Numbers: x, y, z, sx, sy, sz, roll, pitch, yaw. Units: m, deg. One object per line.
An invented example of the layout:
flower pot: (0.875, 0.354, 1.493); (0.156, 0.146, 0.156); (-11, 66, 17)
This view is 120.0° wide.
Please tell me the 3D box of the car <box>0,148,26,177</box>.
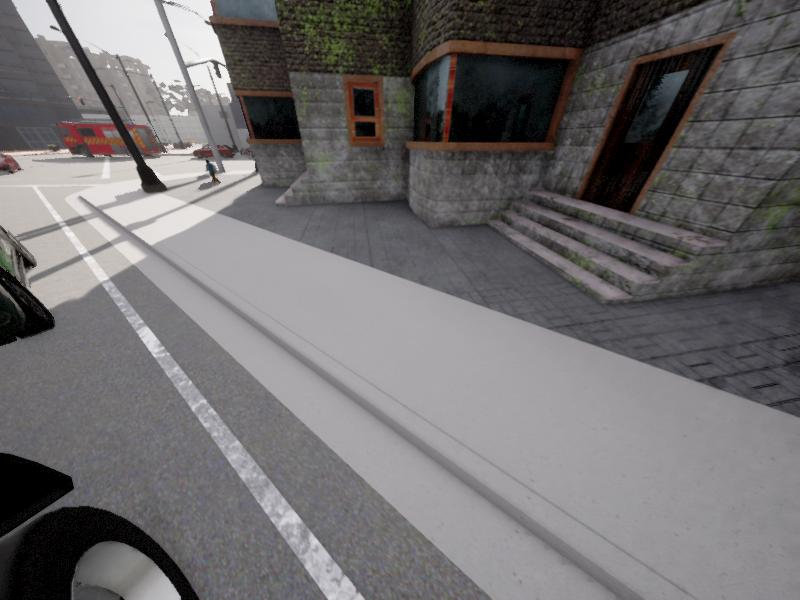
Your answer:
car: (-28.271, -9.467, 15.861); (4.674, 1.442, 1.812); (28, 44, 34)

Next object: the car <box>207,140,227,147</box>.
car: (-48.234, -41.312, 60.902); (1.816, 1.474, 4.193); (1, 35, 1)

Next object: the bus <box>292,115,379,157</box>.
bus: (-8.276, -22.220, 31.330); (10.273, 4.253, 3.944); (-6, 36, -8)

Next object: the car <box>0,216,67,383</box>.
car: (-7.045, -0.564, 2.884); (5.566, 2.045, 2.150); (22, 41, 28)

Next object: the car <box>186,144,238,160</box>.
car: (-22.148, -17.645, 27.424); (4.193, 1.474, 1.816); (-6, 36, -8)

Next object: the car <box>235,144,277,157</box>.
car: (-19.038, -19.963, 30.808); (4.181, 1.385, 1.994); (-6, 35, -8)

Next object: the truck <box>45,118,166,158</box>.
truck: (-35.238, -19.605, 28.151); (8.468, 3.827, 2.891); (-2, 35, -3)

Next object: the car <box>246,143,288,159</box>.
car: (-16.181, -18.244, 28.265); (3.806, 1.475, 1.970); (-6, 36, -8)

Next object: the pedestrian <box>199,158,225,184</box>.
pedestrian: (-9.655, -6.618, 11.869); (0.500, 1.100, 0.500); (13, 37, 17)

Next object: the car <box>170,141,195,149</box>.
car: (-47.418, -33.943, 50.538); (1.994, 1.385, 4.181); (-5, 35, -7)
